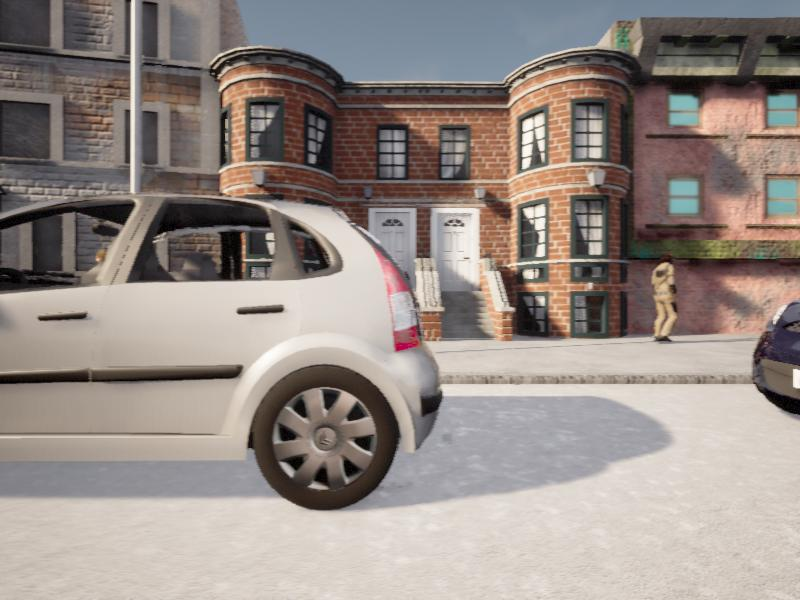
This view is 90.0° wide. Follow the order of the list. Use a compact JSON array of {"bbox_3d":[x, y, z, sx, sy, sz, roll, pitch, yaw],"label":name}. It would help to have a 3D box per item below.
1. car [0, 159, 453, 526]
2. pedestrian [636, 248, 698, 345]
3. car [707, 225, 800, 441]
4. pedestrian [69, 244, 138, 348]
[{"bbox_3d":[-1.762,0.187,2.691,3.988,1.617,1.851,0,0,0],"label":"car"},{"bbox_3d":[5.408,-0.065,8.135,0.751,1.860,0.751,0,0,-11],"label":"pedestrian"},{"bbox_3d":[4.597,0.228,2.698,3.633,1.501,1.845,0,0,0],"label":"car"},{"bbox_3d":[-5.626,-0.069,7.622,0.751,1.860,0.751,0,0,10],"label":"pedestrian"}]
